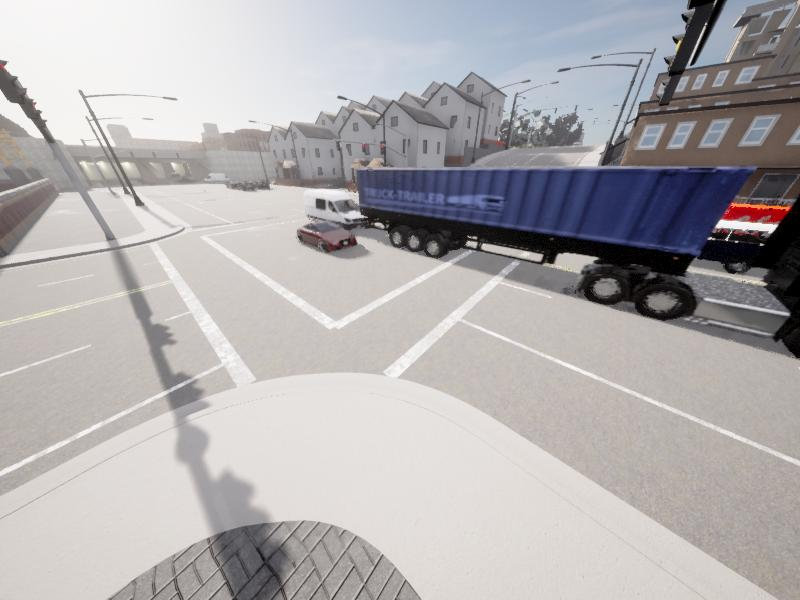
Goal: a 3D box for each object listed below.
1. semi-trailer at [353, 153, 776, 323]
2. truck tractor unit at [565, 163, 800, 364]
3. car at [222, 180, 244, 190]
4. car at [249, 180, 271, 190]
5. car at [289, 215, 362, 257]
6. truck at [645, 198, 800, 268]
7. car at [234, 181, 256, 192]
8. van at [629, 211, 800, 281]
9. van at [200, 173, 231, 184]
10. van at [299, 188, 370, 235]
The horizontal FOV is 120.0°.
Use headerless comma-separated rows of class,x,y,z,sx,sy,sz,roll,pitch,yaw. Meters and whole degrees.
semi-trailer,3.537,-4.086,10.965,14.254,4.402,2.717,24,38,35
truck tractor unit,9.441,-1.369,6.450,6.516,4.208,3.053,24,37,35
car,-36.154,-25.040,50.037,5.238,1.638,1.930,23,37,34
car,-29.715,-24.540,49.142,4.611,1.667,2.242,24,38,35
car,-4.473,-3.933,13.753,4.181,1.385,1.994,24,38,35
truck,17.589,-3.927,12.639,5.204,2.467,2.627,25,38,36
car,-30.843,-22.643,46.000,4.514,1.525,2.007,24,38,35
van,14.563,-2.824,11.159,4.480,2.038,2.069,24,38,35
van,-50.966,-33.558,63.965,5.915,2.561,1.988,-4,30,-9
van,-5.167,-7.076,18.028,5.915,2.561,1.988,24,38,35
